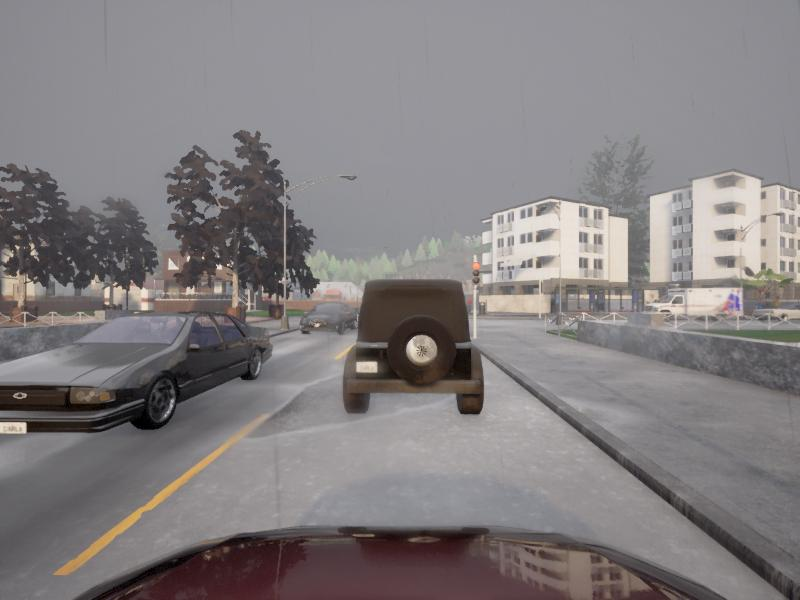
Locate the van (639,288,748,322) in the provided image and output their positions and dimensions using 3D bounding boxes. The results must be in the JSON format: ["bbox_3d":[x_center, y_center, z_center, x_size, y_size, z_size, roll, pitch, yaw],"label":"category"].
[{"bbox_3d":[21.752,0.378,29.883,6.366,2.431,2.351,0,0,2],"label":"van"}]

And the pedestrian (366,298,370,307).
[{"bbox_3d":[-6.317,0.533,79.727,0.751,1.860,0.751,0,0,4],"label":"pedestrian"}]

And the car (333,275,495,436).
[{"bbox_3d":[0.220,0.646,6.640,1.905,1.878,3.866,0,0,2],"label":"car"}]

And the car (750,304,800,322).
[{"bbox_3d":[29.156,0.944,29.630,4.718,1.301,1.895,0,0,2],"label":"car"}]

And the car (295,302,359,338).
[{"bbox_3d":[-3.330,0.846,19.267,1.837,1.490,4.892,0,0,4],"label":"car"}]

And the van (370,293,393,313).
[{"bbox_3d":[-2.300,0.378,51.361,2.351,2.431,6.366,0,0,2],"label":"van"}]

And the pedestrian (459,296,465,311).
[{"bbox_3d":[7.573,0.417,48.871,0.751,1.860,0.751,0,0,4],"label":"pedestrian"}]

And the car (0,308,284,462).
[{"bbox_3d":[-3.801,0.895,6.669,2.033,1.411,5.357,0,0,2],"label":"car"}]
